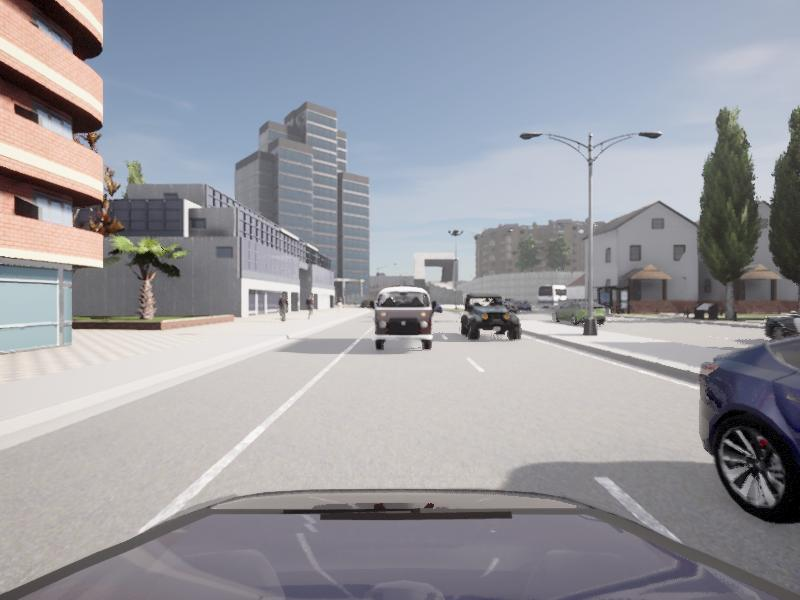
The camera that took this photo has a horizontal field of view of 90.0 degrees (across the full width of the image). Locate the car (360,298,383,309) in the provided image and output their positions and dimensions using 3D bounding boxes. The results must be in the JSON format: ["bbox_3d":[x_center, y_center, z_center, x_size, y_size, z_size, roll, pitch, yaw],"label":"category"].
[{"bbox_3d":[-5.081,0.638,71.001,1.932,1.855,4.605,0,0,-36],"label":"car"}]

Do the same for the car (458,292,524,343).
[{"bbox_3d":[3.636,0.642,16.707,1.905,1.878,3.866,0,0,0],"label":"car"}]

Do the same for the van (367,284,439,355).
[{"bbox_3d":[0.111,0.568,13.746,2.069,2.038,4.480,0,0,0],"label":"van"}]

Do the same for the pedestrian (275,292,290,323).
[{"bbox_3d":[-7.208,0.472,24.645,0.751,1.860,0.751,0,0,-5],"label":"pedestrian"}]

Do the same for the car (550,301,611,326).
[{"bbox_3d":[11.707,0.822,26.294,2.007,1.525,4.514,0,0,0],"label":"car"}]

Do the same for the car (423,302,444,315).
[{"bbox_3d":[3.769,0.933,45.583,1.895,1.301,4.718,0,0,-1],"label":"car"}]

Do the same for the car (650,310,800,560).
[{"bbox_3d":[3.518,0.850,1.518,2.163,1.488,4.792,0,0,0],"label":"car"}]

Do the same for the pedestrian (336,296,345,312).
[{"bbox_3d":[-6.824,0.470,45.774,0.751,1.860,0.751,0,0,13],"label":"pedestrian"}]

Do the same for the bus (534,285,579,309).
[{"bbox_3d":[29.635,-0.556,75.432,10.273,4.253,3.944,0,0,-44],"label":"bus"}]

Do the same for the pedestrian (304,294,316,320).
[{"bbox_3d":[-6.556,0.478,29.257,0.751,1.860,0.751,0,0,-2],"label":"pedestrian"}]

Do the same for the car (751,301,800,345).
[{"bbox_3d":[15.111,0.825,13.582,2.038,1.542,4.974,0,0,0],"label":"car"}]

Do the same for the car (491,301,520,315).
[{"bbox_3d":[11.937,0.884,45.542,2.033,1.411,5.357,0,0,1],"label":"car"}]
